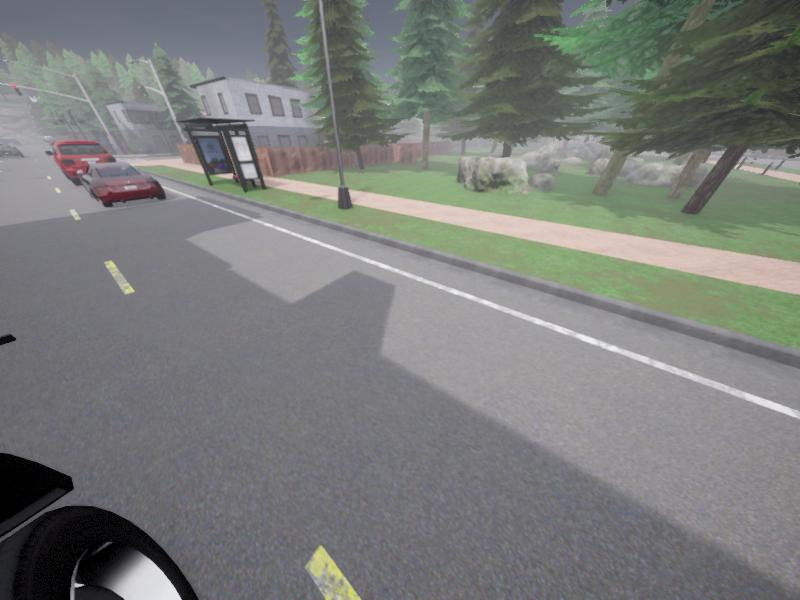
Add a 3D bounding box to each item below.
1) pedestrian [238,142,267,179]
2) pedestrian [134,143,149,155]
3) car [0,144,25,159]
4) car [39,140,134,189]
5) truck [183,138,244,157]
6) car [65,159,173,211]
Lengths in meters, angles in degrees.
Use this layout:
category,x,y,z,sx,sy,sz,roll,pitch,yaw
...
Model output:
category,x,y,z,sx,sy,sz,roll,pitch,yaw
pedestrian,-8.930,-8.488,14.024,0.751,1.860,0.751,24,42,30
pedestrian,-35.799,-20.930,31.991,0.751,1.300,0.751,22,41,28
car,-49.324,-18.682,28.973,4.181,1.385,1.994,23,41,29
car,-18.400,-8.107,13.558,5.566,2.045,2.150,23,41,29
truck,-27.041,-22.515,33.924,2.390,2.098,6.274,17,38,23
car,-11.990,-5.060,9.858,4.181,1.385,1.994,23,41,29
